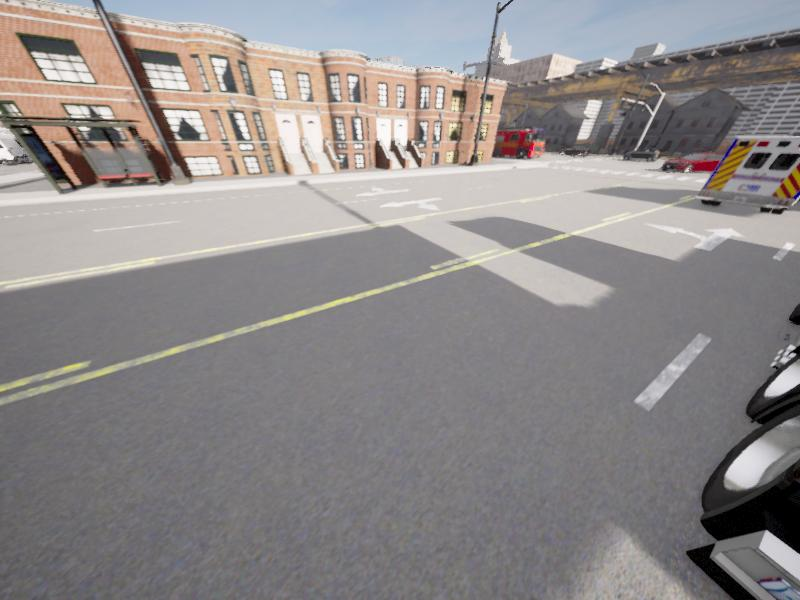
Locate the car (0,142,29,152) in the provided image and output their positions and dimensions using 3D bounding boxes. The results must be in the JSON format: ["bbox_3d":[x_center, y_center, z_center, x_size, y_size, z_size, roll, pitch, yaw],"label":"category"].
[{"bbox_3d":[-77.883,-29.916,45.119,5.238,1.638,1.930,-20,40,-25],"label":"car"}]

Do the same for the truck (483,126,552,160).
[{"bbox_3d":[16.948,-23.348,34.361,2.891,3.827,8.468,-18,39,-24],"label":"truck"}]

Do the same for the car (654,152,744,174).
[{"bbox_3d":[25.374,-11.756,19.772,5.008,1.535,1.882,-3,35,-5],"label":"car"}]

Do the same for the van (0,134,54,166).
[{"bbox_3d":[-40.065,-15.666,23.960,1.988,2.561,5.915,-18,39,-24],"label":"van"}]

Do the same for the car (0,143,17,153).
[{"bbox_3d":[-75.539,-28.287,43.003,3.806,1.475,1.970,-20,39,-25],"label":"car"}]

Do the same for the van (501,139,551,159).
[{"bbox_3d":[19.751,-24.050,36.617,2.351,2.431,6.366,-18,39,-24],"label":"van"}]

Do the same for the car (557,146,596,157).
[{"bbox_3d":[30.003,-25.414,39.481,1.837,1.490,4.892,-18,39,-24],"label":"car"}]

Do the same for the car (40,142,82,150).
[{"bbox_3d":[-76.809,-34.951,52.428,4.902,1.511,2.128,-20,39,-25],"label":"car"}]

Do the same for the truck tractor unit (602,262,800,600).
[{"bbox_3d":[5.111,-0.301,0.788,6.516,4.208,3.053,-18,39,-24],"label":"truck tractor unit"}]

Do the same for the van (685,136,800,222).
[{"bbox_3d":[15.255,-5.176,9.448,6.366,2.431,2.351,-18,39,-24],"label":"van"}]

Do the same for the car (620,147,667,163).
[{"bbox_3d":[32.168,-19.285,30.637,1.789,1.549,3.705,-18,39,-24],"label":"car"}]
